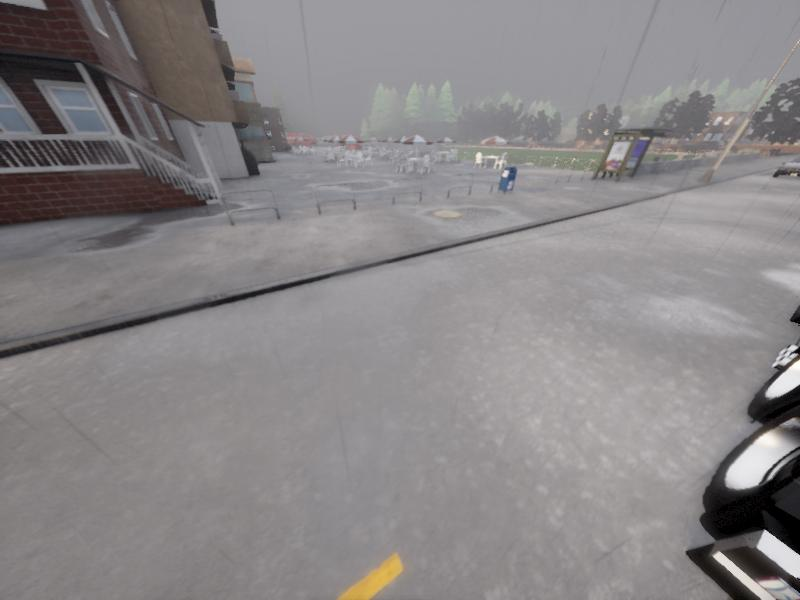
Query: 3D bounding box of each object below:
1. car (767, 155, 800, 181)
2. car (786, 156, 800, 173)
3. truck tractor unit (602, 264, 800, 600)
[{"bbox_3d":[30.665,-10.080,17.513,5.357,1.411,2.033,-18,39,-24],"label":"car"},{"bbox_3d":[37.439,-12.345,20.705,4.514,1.525,2.007,-18,39,-24],"label":"car"},{"bbox_3d":[5.109,-0.303,0.781,6.516,4.208,3.053,-18,39,-24],"label":"truck tractor unit"}]
